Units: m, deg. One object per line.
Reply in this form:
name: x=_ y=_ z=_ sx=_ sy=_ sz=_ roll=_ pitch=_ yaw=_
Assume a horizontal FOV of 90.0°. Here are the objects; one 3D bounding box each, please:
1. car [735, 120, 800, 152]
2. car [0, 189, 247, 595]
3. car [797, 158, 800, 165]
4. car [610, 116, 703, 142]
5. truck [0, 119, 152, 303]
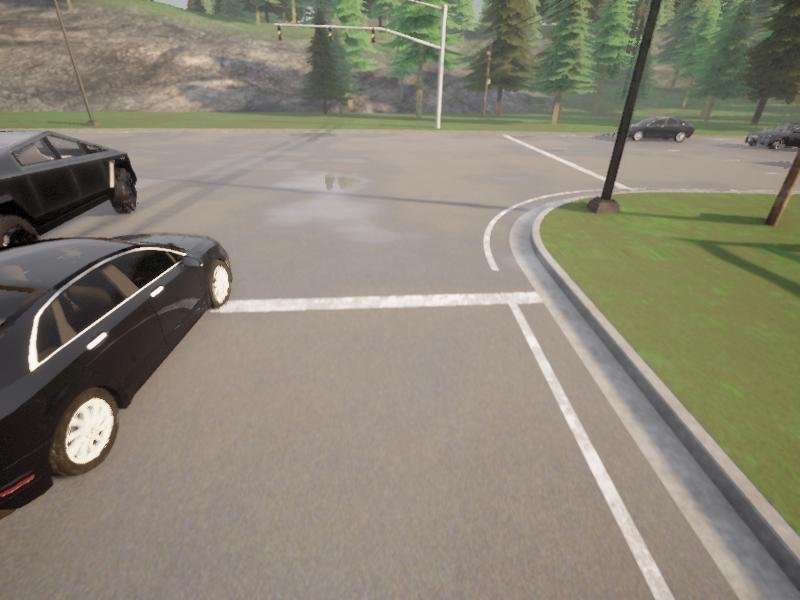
car: x=24.011 y=-10.017 z=24.443 sx=4.902 sy=1.511 sz=2.128 roll=1 pitch=28 yaw=0
car: x=-3.524 y=0.106 z=4.397 sx=1.837 sy=1.490 sz=4.892 roll=1 pitch=28 yaw=-1
car: x=21.278 y=-6.955 z=18.182 sx=3.866 sy=1.878 sz=1.905 roll=1 pitch=28 yaw=0
car: x=17.540 y=-11.791 z=27.547 sx=4.892 sy=1.490 sz=1.837 roll=1 pitch=28 yaw=0
truck: x=-7.613 y=-2.125 z=7.794 sx=2.390 sy=2.098 sz=6.274 roll=-3 pitch=28 yaw=-8
